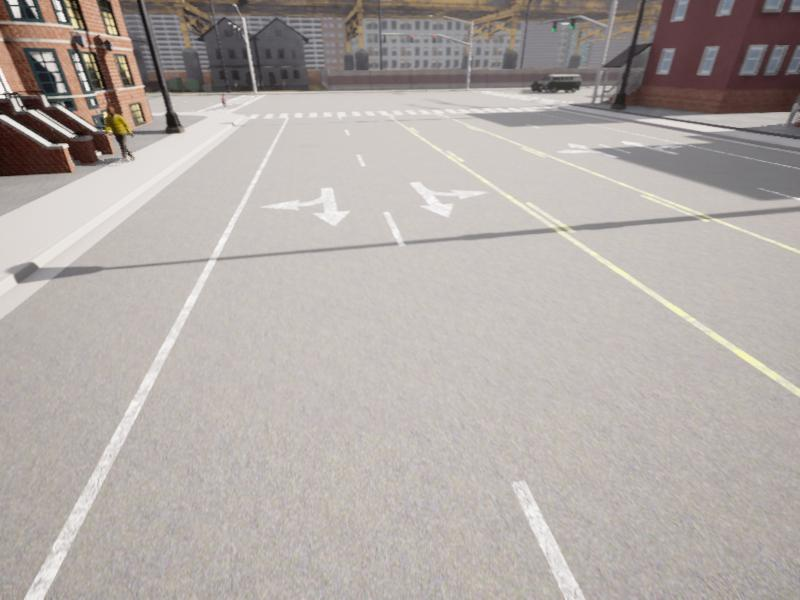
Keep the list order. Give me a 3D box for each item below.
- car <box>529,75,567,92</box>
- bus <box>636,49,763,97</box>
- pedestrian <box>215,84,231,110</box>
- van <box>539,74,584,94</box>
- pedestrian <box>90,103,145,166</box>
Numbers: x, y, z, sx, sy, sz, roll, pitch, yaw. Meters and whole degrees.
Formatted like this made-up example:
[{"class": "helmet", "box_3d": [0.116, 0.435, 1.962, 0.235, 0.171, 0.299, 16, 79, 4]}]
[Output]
[{"class": "car", "box_3d": [18.867, -27.662, 51.084, 3.866, 1.878, 1.905, -6, 31, -9]}, {"class": "bus", "box_3d": [32.243, -24.666, 43.444, 10.273, 4.253, 3.944, -6, 31, -9]}, {"class": "pedestrian", "box_3d": [-14.239, -16.328, 32.182, 0.751, 1.860, 0.751, -8, 31, -12]}, {"class": "van", "box_3d": [19.316, -25.947, 48.056, 4.442, 1.987, 1.775, -6, 31, -9]}, {"class": "pedestrian", "box_3d": [-9.397, -5.544, 13.403, 0.751, 1.860, 0.751, -4, 31, -6]}]
